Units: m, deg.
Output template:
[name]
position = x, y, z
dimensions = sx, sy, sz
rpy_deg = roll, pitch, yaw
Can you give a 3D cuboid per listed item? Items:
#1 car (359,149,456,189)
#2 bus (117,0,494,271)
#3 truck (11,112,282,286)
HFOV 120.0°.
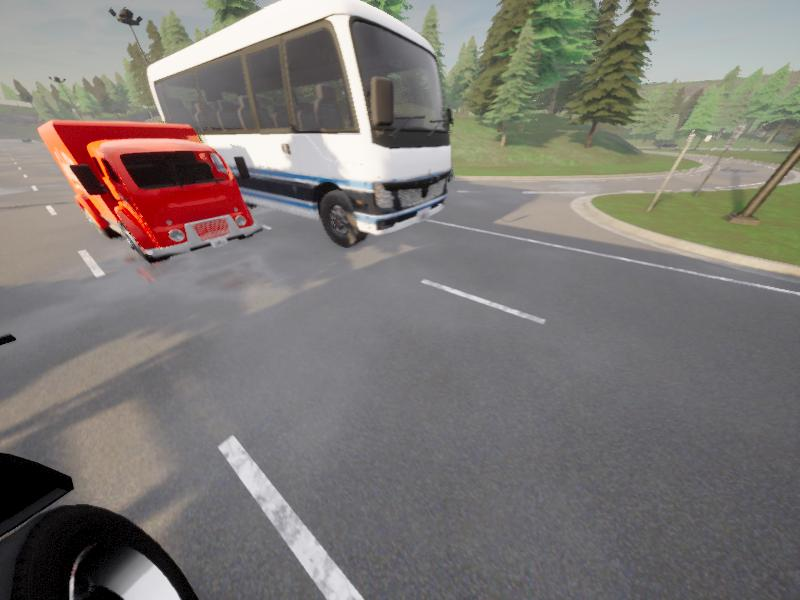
[car]
position = 0.512, -7.503, 13.132
dimensions = 5.027, 1.651, 2.152
rpy_deg = 6, 36, 8
[bus]
position = -3.333, -4.962, 7.222
dimensions = 10.273, 4.253, 3.944
rpy_deg = 22, 41, 28
[truck]
position = -5.930, -2.743, 5.601
dimensions = 5.204, 2.467, 2.627
rpy_deg = 22, 41, 28
